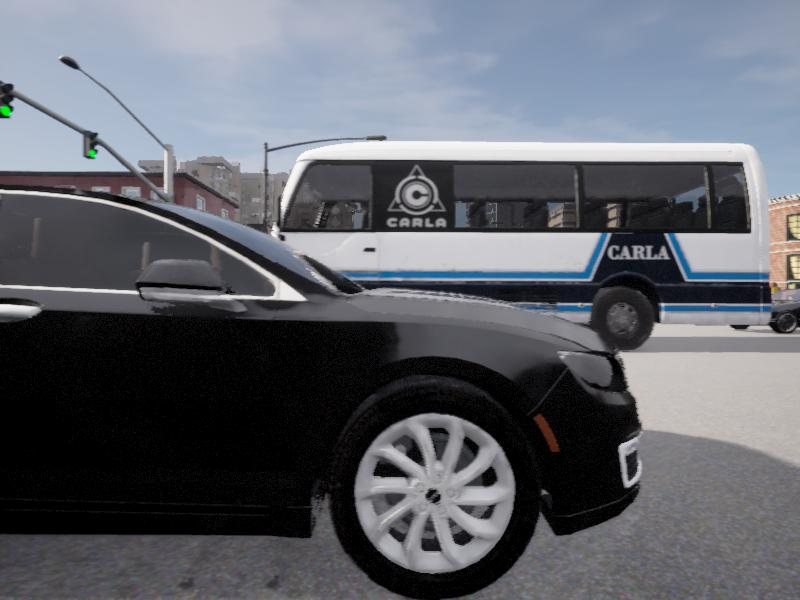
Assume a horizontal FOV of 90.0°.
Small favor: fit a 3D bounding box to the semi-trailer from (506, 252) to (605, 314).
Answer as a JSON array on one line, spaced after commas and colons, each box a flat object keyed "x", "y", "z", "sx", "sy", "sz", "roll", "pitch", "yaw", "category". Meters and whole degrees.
[{"x": 13.016, "y": -1.198, "z": 35.762, "sx": 2.717, "sy": 4.402, "sz": 14.254, "roll": 0, "pitch": 0, "yaw": -3, "category": "semi-trailer"}]

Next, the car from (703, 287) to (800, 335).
[{"x": 13.086, "y": 0.315, "z": 12.703, "sx": 5.357, "sy": 1.411, "sz": 2.033, "roll": 0, "pitch": 0, "yaw": 0, "category": "car"}]

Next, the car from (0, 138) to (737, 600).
[{"x": -1.369, "y": 0.243, "z": 2.202, "sx": 4.892, "sy": 1.490, "sz": 1.837, "roll": 0, "pitch": 0, "yaw": 0, "category": "car"}]

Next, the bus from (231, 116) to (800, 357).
[{"x": 2.145, "y": -1.131, "z": 9.078, "sx": 10.273, "sy": 4.253, "sz": 3.944, "roll": 0, "pitch": 0, "yaw": 0, "category": "bus"}]
